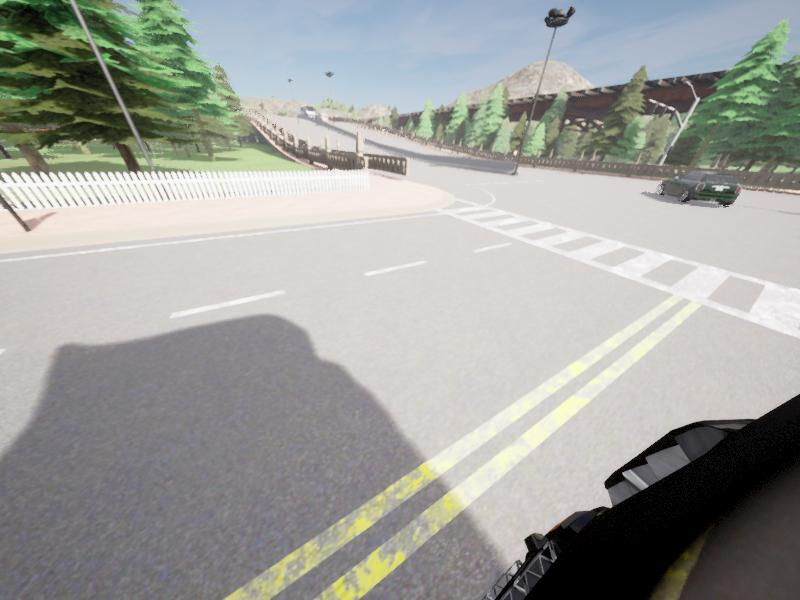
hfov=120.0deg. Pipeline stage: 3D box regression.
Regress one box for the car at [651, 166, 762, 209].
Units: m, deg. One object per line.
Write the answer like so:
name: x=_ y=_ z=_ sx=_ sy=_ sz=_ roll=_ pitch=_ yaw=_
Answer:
car: x=18.707 y=-7.224 z=14.562 sx=2.097 sy=1.767 sz=4.553 roll=15 pitch=36 yaw=18

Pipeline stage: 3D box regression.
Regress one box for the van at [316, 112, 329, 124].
van: x=-27.279 y=-63.719 z=80.788 sx=2.351 sy=2.431 sz=6.366 roll=-17 pitch=46 yaw=-27
